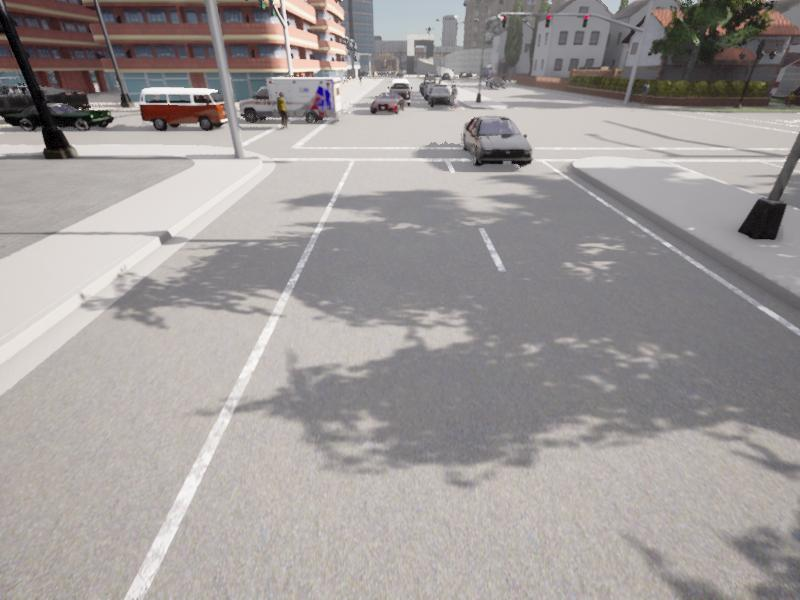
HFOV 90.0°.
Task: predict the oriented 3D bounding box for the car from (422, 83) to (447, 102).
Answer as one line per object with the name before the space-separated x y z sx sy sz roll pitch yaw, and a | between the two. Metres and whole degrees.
car | 3.511 -21.483 41.326 2.163 1.488 4.792 0 30 0

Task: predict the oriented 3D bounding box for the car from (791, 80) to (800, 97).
car | 41.435 -20.726 39.367 1.970 1.475 3.806 0 30 0

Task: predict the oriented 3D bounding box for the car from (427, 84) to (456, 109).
car | 3.543 -17.986 35.179 1.930 1.638 5.238 0 30 0

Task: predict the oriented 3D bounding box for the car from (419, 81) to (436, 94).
car | 3.513 -27.928 52.542 1.895 1.301 4.718 0 30 0

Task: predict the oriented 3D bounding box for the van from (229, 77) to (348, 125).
van | -6.659 -12.308 24.676 6.366 2.431 2.351 2 30 3

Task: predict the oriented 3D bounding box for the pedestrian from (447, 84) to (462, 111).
pedestrian | 4.219 -15.674 30.957 0.751 1.860 0.751 -14 33 -23

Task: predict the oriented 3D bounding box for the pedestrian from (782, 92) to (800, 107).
pedestrian | 31.572 -16.201 32.333 0.500 1.100 0.500 1 30 1

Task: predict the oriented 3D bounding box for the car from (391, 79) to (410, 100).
car | 0.014 -22.784 43.160 1.932 1.855 4.605 0 30 0

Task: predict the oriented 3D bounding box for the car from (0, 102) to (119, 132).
car | -18.533 -10.036 21.906 4.718 1.301 1.895 0 30 -1

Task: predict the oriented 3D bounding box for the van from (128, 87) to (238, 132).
van | -11.609 -10.391 21.776 4.480 2.038 2.069 -1 30 -1

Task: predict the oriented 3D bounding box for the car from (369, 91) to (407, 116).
car | -0.838 -14.805 30.004 1.994 1.385 4.181 5 31 9

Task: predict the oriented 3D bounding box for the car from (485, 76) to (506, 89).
car | 15.015 -34.288 63.112 2.152 1.651 5.027 0 30 0

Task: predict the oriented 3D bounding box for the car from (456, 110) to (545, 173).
car | 3.504 -6.155 15.171 2.033 1.411 5.357 0 30 0

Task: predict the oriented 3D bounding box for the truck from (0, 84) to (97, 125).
truck | -22.951 -12.088 24.621 6.274 2.098 2.390 0 30 0

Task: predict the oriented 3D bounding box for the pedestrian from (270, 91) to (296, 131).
pedestrian | -6.291 -10.181 21.549 0.751 1.860 0.751 15 33 24

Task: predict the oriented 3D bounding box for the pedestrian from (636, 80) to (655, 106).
pedestrian | 20.662 -17.445 33.705 0.751 1.860 0.751 5 31 9

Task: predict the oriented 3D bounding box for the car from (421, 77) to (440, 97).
car | 3.511 -24.876 46.728 1.905 1.878 3.866 0 30 0

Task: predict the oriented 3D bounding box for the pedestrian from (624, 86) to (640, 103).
pedestrian | 21.015 -18.620 36.259 0.751 1.300 0.751 3 30 5

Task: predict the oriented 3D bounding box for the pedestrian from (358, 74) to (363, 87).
pedestrian | -6.306 -35.221 64.114 0.751 1.860 0.751 -1 30 -2

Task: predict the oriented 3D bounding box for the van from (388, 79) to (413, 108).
van | 0.010 -18.273 35.273 2.069 2.038 4.480 0 30 0
